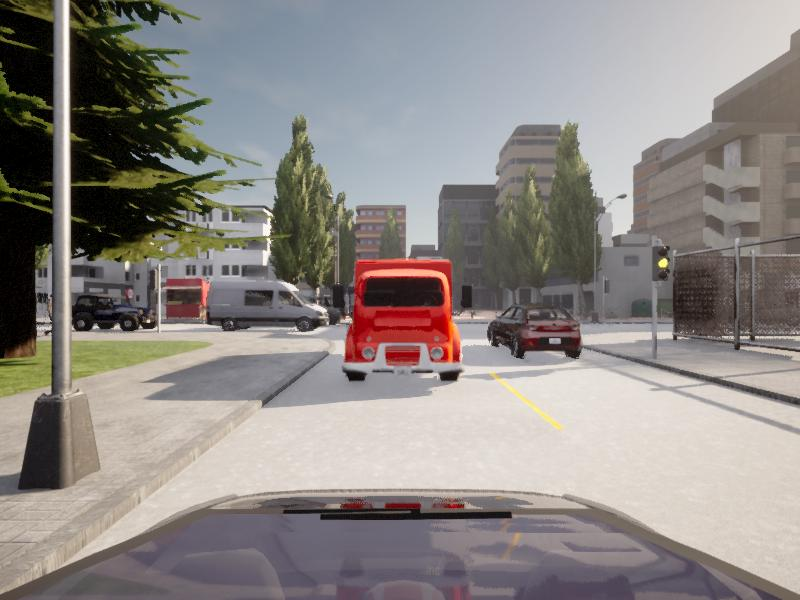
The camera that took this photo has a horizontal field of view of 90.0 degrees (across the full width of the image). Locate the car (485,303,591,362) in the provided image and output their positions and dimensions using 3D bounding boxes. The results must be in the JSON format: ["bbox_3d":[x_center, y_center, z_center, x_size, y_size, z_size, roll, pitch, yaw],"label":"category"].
[{"bbox_3d":[3.974,0.854,12.326,1.816,1.474,4.193,0,0,0],"label":"car"}]

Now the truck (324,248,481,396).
[{"bbox_3d":[0.075,0.348,9.287,2.627,2.467,5.204,0,1,1],"label":"truck"}]

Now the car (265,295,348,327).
[{"bbox_3d":[-5.656,0.656,24.604,4.605,1.855,1.932,1,-1,3],"label":"car"}]

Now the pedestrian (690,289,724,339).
[{"bbox_3d":[11.785,0.525,15.378,0.751,1.860,0.751,0,0,-1],"label":"pedestrian"}]

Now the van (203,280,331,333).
[{"bbox_3d":[-6.677,0.323,20.616,5.915,2.561,1.988,0,0,0],"label":"van"}]

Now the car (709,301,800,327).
[{"bbox_3d":[22.111,0.829,24.690,4.514,1.525,2.007,0,0,0],"label":"car"}]

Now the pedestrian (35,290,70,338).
[{"bbox_3d":[-13.614,0.534,15.690,0.751,1.860,0.751,0,0,-11],"label":"pedestrian"}]

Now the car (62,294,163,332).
[{"bbox_3d":[-14.689,0.646,20.609,3.866,1.878,1.905,0,0,0],"label":"car"}]
